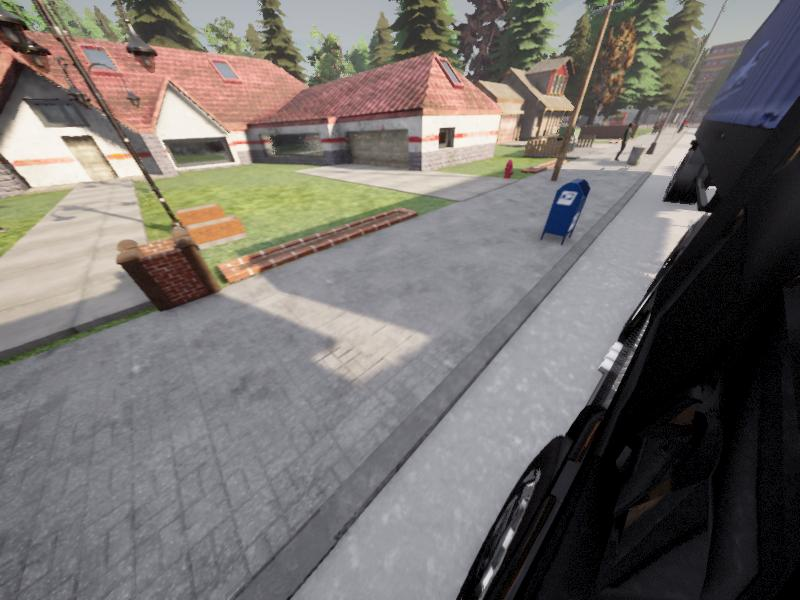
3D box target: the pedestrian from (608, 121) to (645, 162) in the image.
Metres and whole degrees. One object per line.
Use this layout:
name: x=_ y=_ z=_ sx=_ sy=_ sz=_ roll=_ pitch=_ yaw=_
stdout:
pedestrian: x=12.916 y=-9.080 z=13.255 sx=0.751 sy=1.860 sz=0.751 roll=18 pitch=42 yaw=26

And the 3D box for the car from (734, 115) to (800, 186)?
car: x=16.074 y=-6.040 z=9.189 sx=1.932 sy=1.855 sz=4.605 roll=28 pitch=48 yaw=28

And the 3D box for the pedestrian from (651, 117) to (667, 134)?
pedestrian: x=36.387 y=-24.508 z=32.469 sx=0.751 sy=1.860 sz=0.751 roll=-28 pitch=43 yaw=-30

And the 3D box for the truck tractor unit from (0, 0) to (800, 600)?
truck tractor unit: x=2.645 y=-0.295 z=0.351 sx=6.516 sy=4.208 sz=3.053 roll=-28 pitch=44 yaw=-30

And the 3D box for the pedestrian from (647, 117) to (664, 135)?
pedestrian: x=34.150 y=-23.186 z=30.837 sx=0.751 sy=1.860 sz=0.751 roll=-31 pitch=45 yaw=-33

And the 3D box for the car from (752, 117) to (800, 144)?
car: x=31.882 y=-14.034 z=19.108 sx=2.033 sy=1.649 sz=4.856 roll=29 pitch=47 yaw=35

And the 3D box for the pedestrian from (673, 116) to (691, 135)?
pedestrian: x=36.003 y=-22.284 z=29.509 sx=0.751 sy=1.860 sz=0.751 roll=-31 pitch=45 yaw=-32

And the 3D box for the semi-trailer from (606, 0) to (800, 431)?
semi-trailer: x=8.283 y=-3.855 z=4.601 sx=2.717 sy=4.402 sz=14.254 roll=29 pitch=47 yaw=36
